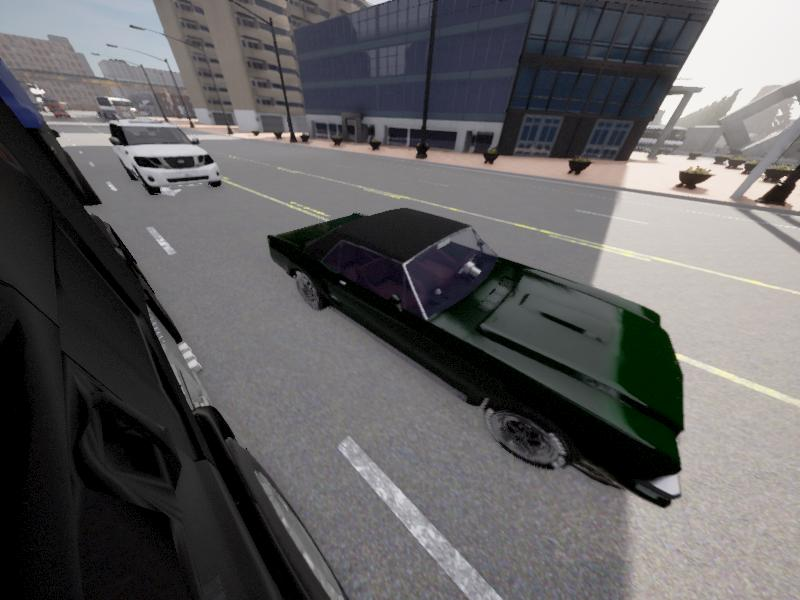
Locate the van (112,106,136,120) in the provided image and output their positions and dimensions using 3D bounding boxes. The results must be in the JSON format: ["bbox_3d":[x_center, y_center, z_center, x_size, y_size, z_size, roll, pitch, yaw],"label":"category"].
[{"bbox_3d":[-68.970,-46.675,57.704,6.366,2.431,2.351,29,44,29],"label":"van"}]

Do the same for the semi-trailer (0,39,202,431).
[{"bbox_3d":[-8.716,-3.590,4.214,14.254,4.402,2.717,28,43,30],"label":"semi-trailer"}]

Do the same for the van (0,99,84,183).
[{"bbox_3d":[-16.504,-6.914,9.876,6.366,2.431,2.351,27,43,30],"label":"van"}]

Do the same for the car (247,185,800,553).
[{"bbox_3d":[0.351,-0.227,2.903,4.718,1.301,1.895,28,44,30],"label":"car"}]

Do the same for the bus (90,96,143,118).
[{"bbox_3d":[-80.171,-54.877,65.852,3.944,4.253,10.273,-6,38,-12],"label":"bus"}]

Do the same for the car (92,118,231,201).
[{"bbox_3d":[-9.165,-5.585,8.853,5.566,2.045,2.150,28,44,30],"label":"car"}]

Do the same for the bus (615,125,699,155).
[{"bbox_3d":[49.223,-31.353,45.045,3.944,4.253,10.273,0,37,-5],"label":"bus"}]

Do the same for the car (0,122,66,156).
[{"bbox_3d":[-24.154,-10.557,15.069,4.902,1.511,2.128,28,43,30],"label":"car"}]

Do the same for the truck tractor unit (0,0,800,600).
[{"bbox_3d":[-2.645,-0.295,0.351,6.516,4.208,3.053,28,44,30],"label":"truck tractor unit"}]
